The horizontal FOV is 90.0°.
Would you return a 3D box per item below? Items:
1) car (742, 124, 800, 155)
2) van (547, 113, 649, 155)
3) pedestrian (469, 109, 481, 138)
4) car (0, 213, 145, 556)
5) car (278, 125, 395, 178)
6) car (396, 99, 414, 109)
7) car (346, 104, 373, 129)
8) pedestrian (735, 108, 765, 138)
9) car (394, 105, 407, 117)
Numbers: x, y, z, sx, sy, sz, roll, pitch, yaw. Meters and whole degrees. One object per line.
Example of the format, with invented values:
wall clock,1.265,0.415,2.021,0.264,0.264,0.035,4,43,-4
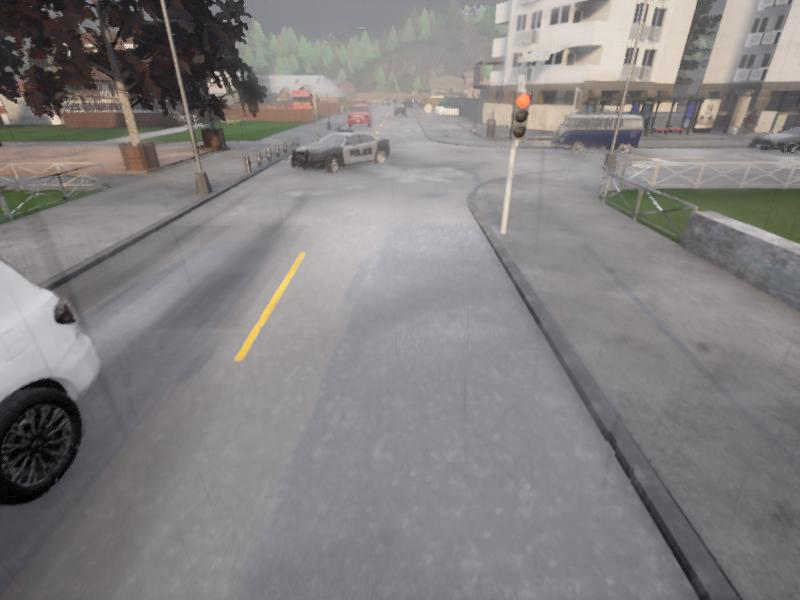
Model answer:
car,22.879,-8.991,22.371,5.357,1.411,2.033,0,27,0
van,10.878,-9.246,22.273,4.442,1.987,1.775,0,27,0
pedestrian,5.443,-12.829,29.077,0.751,1.860,0.751,4,28,7
car,-4.015,1.388,1.676,2.150,2.045,5.566,0,27,0
car,-2.601,-6.833,18.036,1.930,1.638,5.238,19,32,33
car,1.112,-44.438,90.609,1.905,1.878,3.866,-19,33,-32
car,-3.965,-18.573,40.338,2.150,2.045,5.566,0,27,0
pedestrian,24.013,-12.169,27.482,0.751,1.860,0.751,0,27,0
car,0.048,-27.730,58.658,1.837,1.490,4.892,0,27,0
